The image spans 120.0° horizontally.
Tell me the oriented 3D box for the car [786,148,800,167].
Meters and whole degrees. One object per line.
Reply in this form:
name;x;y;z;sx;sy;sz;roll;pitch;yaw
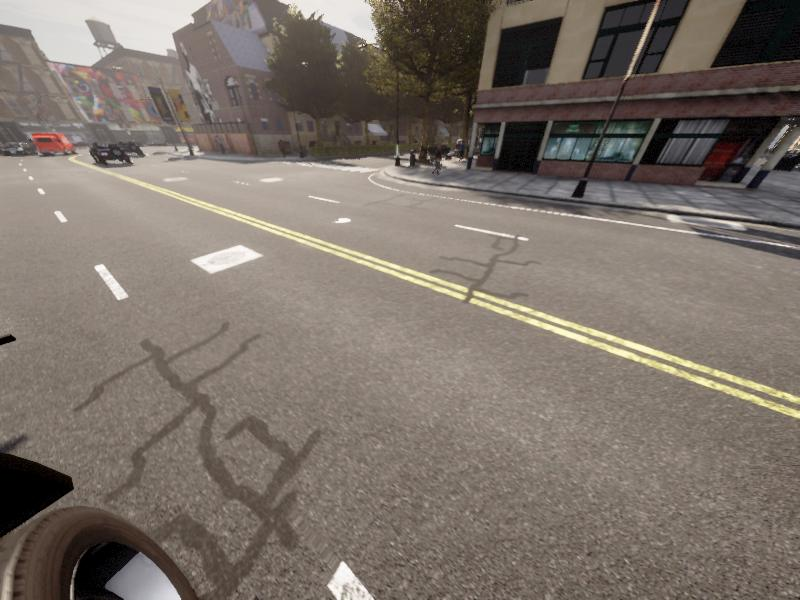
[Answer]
car;41.615;-13.966;22.768;1.837;1.490;4.892;22;40;27

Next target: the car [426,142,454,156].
car;6.246;-23.165;35.383;1.930;1.638;5.238;22;41;28

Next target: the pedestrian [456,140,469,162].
pedestrian;6.423;-15.355;23.814;0.751;1.860;0.751;24;42;30

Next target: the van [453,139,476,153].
van;11.636;-27.762;41.599;2.069;2.038;4.480;22;40;28

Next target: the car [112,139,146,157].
car;-35.647;-20.038;30.389;4.605;1.855;1.932;28;44;33

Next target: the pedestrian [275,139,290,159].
pedestrian;-13.407;-17.306;26.413;0.751;1.860;0.751;7;36;9

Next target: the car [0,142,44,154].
car;-56.788;-22.683;34.456;1.895;1.301;4.718;-15;38;-21

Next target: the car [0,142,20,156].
car;-53.701;-19.949;30.476;2.002;1.452;4.674;-22;41;-28

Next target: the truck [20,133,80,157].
truck;-45.857;-20.562;30.530;2.627;2.467;5.204;-25;42;-31

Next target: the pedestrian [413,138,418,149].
pedestrian;3.175;-32.712;48.399;0.751;1.860;0.751;21;40;27

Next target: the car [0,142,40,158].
car;-49.280;-19.384;29.769;1.970;1.475;3.806;-25;42;-31

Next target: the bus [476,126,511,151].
bus;21.323;-36.743;52.511;3.944;4.253;10.273;22;41;28

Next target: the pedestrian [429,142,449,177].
pedestrian;2.475;-9.017;14.795;0.751;1.860;0.751;26;43;32

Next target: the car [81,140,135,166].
car;-27.454;-13.867;21.708;4.605;1.855;1.932;23;41;28

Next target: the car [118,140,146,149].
car;-58.356;-34.102;50.507;2.007;1.525;4.514;-11;37;-15

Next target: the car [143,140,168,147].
car;-59.894;-38.435;56.692;1.970;1.475;3.806;3;35;3
